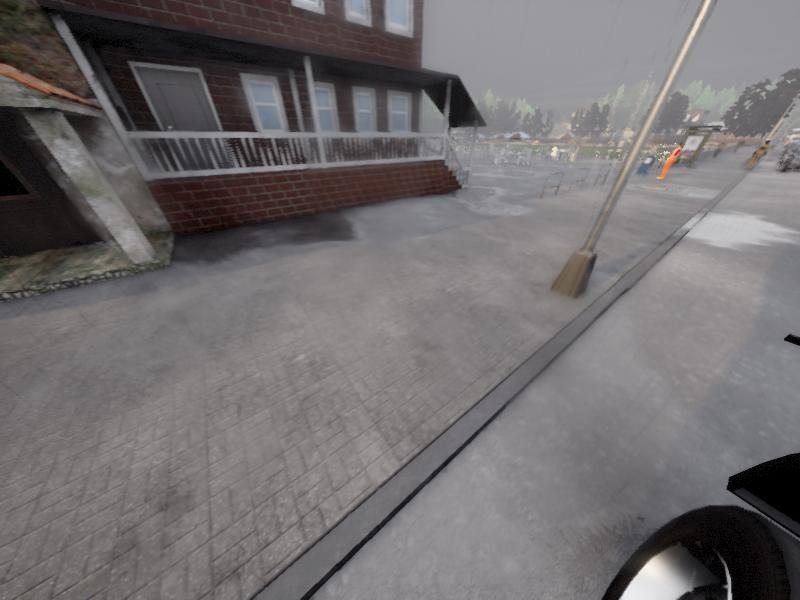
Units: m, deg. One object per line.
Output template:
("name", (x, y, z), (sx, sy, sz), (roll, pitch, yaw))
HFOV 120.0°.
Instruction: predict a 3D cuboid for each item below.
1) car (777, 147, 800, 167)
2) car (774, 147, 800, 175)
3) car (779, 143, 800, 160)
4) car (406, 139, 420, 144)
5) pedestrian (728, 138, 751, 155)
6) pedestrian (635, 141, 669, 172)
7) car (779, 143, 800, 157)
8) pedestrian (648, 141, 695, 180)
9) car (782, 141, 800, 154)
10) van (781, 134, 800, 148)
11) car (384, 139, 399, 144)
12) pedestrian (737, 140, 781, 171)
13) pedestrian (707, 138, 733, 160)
("car", (36.649, -13.094, 21.084), (4.718, 1.301, 1.895), (-23, 41, -29))
("car", (29.390, -10.027, 16.601), (4.902, 1.511, 2.128), (-24, 42, -30))
("car", (45.458, -16.923, 26.277), (4.892, 1.490, 1.837), (-23, 41, -29))
("car", (5.068, -61.640, 89.615), (4.974, 1.542, 2.038), (-23, 41, -29))
("pedestrian", (44.382, -20.106, 30.243), (0.751, 1.860, 0.751), (-15, 38, -19))
("pedestrian", (18.072, -10.347, 16.630), (0.751, 1.860, 0.751), (12, 37, 17))
("car", (52.495, -19.881, 30.508), (5.357, 1.411, 2.033), (-23, 41, -29))
("pedestrian", (15.575, -8.016, 13.308), (0.751, 1.860, 0.751), (-5, 36, -6))
("car", (60.901, -23.491, 35.478), (4.892, 1.490, 1.837), (-23, 41, -29))
("van", (84.468, -33.886, 49.239), (6.366, 2.431, 2.351), (-24, 41, -29))
("car", (-3.123, -58.153, 84.730), (4.974, 1.542, 2.038), (-23, 41, -29))
("pedestrian", (26.131, -10.554, 16.839), (0.751, 1.860, 0.751), (-11, 37, -15))
("pedestrian", (34.112, -16.115, 24.656), (0.751, 1.860, 0.751), (-23, 41, -29))
